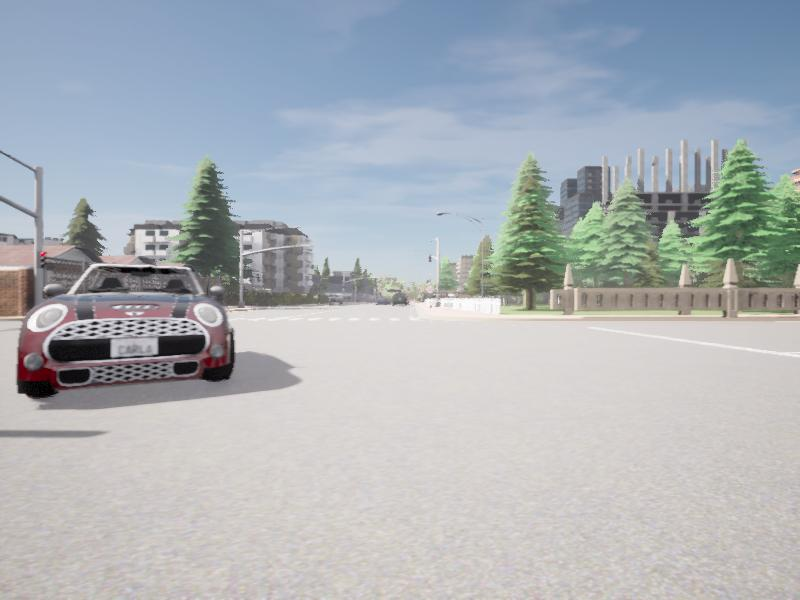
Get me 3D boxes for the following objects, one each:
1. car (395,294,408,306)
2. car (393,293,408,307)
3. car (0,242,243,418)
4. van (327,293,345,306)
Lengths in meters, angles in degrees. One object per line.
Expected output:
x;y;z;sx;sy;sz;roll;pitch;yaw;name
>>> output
0.283;-0.032;68.586;2.150;2.045;5.566;0;0;2;car
0.065;-0.032;61.285;2.150;2.045;5.566;0;0;1;car
-3.499;0.252;5.467;1.970;1.475;3.806;0;0;-30;car
-10.342;-0.029;64.617;2.069;2.038;4.480;0;0;2;van
